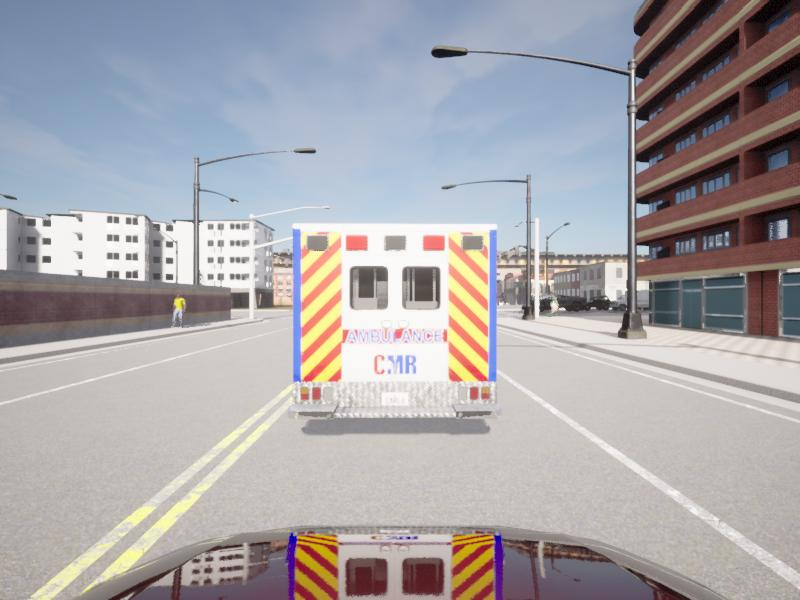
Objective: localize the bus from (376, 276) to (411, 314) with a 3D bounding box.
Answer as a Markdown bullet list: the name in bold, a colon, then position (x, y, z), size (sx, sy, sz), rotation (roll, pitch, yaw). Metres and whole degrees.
- **bus**: position (-0.753, -0.563, 49.989), size (3.944, 4.253, 10.273), rotation (0, 0, -1)

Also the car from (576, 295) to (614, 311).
- **car**: position (24.797, 0.402, 51.002), size (3.866, 1.878, 1.905), rotation (-1, 0, 0)

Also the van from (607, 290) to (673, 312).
- **van**: position (28.362, 0.074, 47.475), size (6.366, 2.431, 2.351), rotation (-1, 0, 0)

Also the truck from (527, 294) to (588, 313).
- **truck**: position (18.633, 0.385, 47.550), size (6.274, 2.098, 2.390), rotation (-1, 0, 0)

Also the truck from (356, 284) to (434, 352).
- **truck**: position (-0.191, 0.542, 15.509), size (2.390, 2.098, 6.274), rotation (0, 0, -1)

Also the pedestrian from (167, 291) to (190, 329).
- **pedestrian**: position (-10.967, 0.487, 19.840), size (0.751, 1.860, 0.751), rotation (0, 0, -1)

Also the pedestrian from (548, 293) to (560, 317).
- **pedestrian**: position (12.136, 0.408, 31.506), size (0.751, 1.860, 0.751), rotation (0, 0, 10)

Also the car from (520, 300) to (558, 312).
- **car**: position (17.686, 0.766, 51.057), size (4.181, 1.385, 1.994), rotation (-1, 0, 0)

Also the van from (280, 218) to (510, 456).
- **van**: position (-0.088, 0.378, 7.271), size (2.351, 2.431, 6.366), rotation (0, 0, -1)
